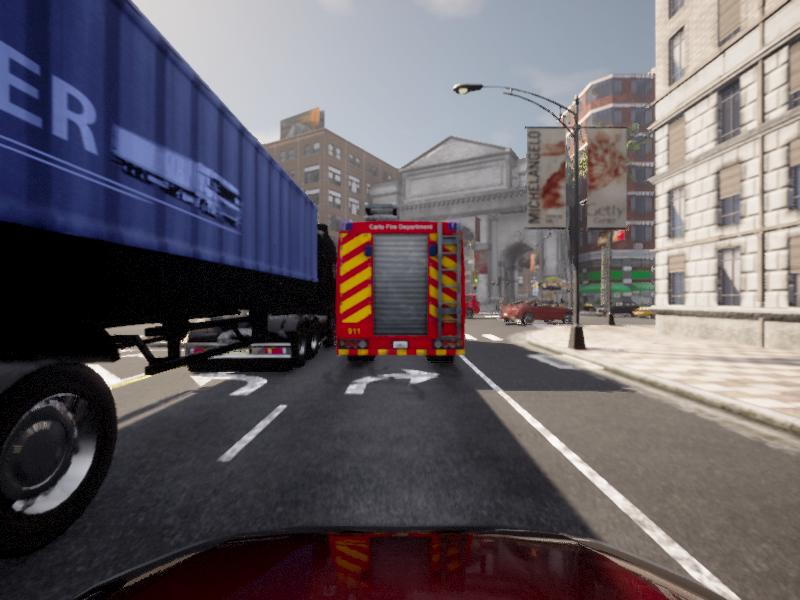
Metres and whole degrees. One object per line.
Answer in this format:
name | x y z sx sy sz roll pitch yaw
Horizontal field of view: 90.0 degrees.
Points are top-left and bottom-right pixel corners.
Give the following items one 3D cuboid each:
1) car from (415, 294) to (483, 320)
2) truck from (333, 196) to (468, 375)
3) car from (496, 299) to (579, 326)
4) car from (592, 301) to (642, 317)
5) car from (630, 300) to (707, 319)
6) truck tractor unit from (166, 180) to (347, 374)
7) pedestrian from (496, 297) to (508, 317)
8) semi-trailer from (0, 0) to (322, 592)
car | 4.142 0.580 34.544 5.566 2.045 2.150 -1 0 -1
truck | 0.052 -0.315 12.815 2.891 3.827 8.468 0 0 1
car | 9.254 0.794 26.961 5.027 1.651 2.152 0 0 -20
car | 20.548 0.833 37.977 3.705 1.549 1.789 0 0 0
car | 23.009 0.818 34.428 5.366 1.575 1.801 0 0 1
truck tractor unit | -3.533 -0.518 11.922 3.053 4.208 6.516 0 0 0
pedestrian | 9.769 0.656 38.271 0.751 1.860 0.751 0 0 -26
semi-trailer | -3.528 -0.616 4.012 2.717 4.402 14.254 0 0 0
